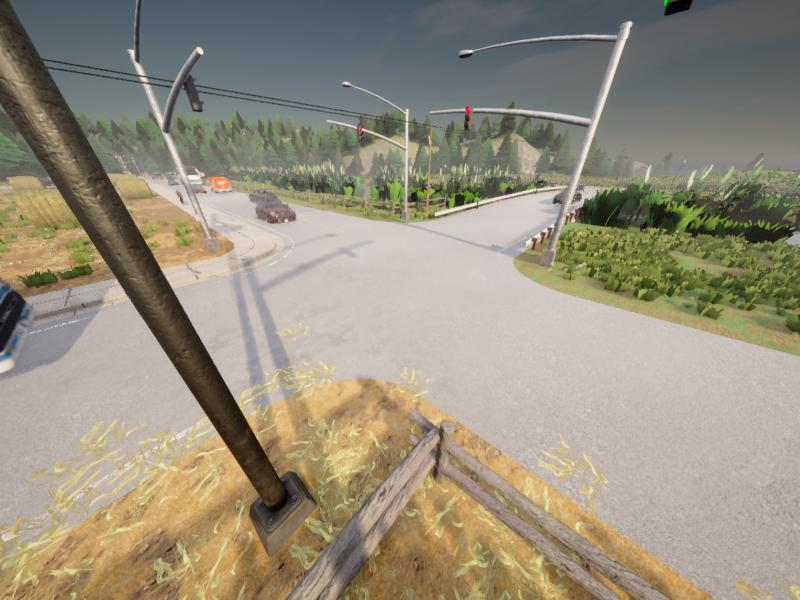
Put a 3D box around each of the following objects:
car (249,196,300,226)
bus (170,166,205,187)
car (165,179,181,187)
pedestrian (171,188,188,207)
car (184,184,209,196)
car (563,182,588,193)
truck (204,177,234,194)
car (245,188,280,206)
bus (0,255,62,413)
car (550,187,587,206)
[{"bbox_3d":[-10.935,-7.831,20.079,4.553,1.767,2.097,26,39,38],"label":"car"},{"bbox_3d":[-53.982,-31.510,58.625,10.273,4.253,3.944,25,38,36],"label":"bus"},{"bbox_3d":[-55.984,-28.895,56.949,5.357,1.411,2.033,25,38,36],"label":"car"},{"bbox_3d":[-25.251,-11.788,26.513,0.751,1.860,0.751,-17,34,-26],"label":"pedestrian"},{"bbox_3d":[-35.170,-19.131,39.969,4.792,1.488,2.163,25,38,36],"label":"car"},{"bbox_3d":[28.173,-18.090,37.103,4.674,1.442,1.812,-22,37,-36],"label":"car"},{"bbox_3d":[-33.063,-20.974,42.165,5.204,2.467,2.627,25,38,36],"label":"truck"},{"bbox_3d":[-17.885,-13.461,30.001,5.027,1.651,2.152,25,38,36],"label":"car"},{"bbox_3d":[-12.281,1.477,1.565,3.944,4.253,10.273,23,38,34],"label":"bus"},{"bbox_3d":[18.755,-11.506,25.654,4.181,1.385,1.994,-26,39,-35],"label":"car"}]
